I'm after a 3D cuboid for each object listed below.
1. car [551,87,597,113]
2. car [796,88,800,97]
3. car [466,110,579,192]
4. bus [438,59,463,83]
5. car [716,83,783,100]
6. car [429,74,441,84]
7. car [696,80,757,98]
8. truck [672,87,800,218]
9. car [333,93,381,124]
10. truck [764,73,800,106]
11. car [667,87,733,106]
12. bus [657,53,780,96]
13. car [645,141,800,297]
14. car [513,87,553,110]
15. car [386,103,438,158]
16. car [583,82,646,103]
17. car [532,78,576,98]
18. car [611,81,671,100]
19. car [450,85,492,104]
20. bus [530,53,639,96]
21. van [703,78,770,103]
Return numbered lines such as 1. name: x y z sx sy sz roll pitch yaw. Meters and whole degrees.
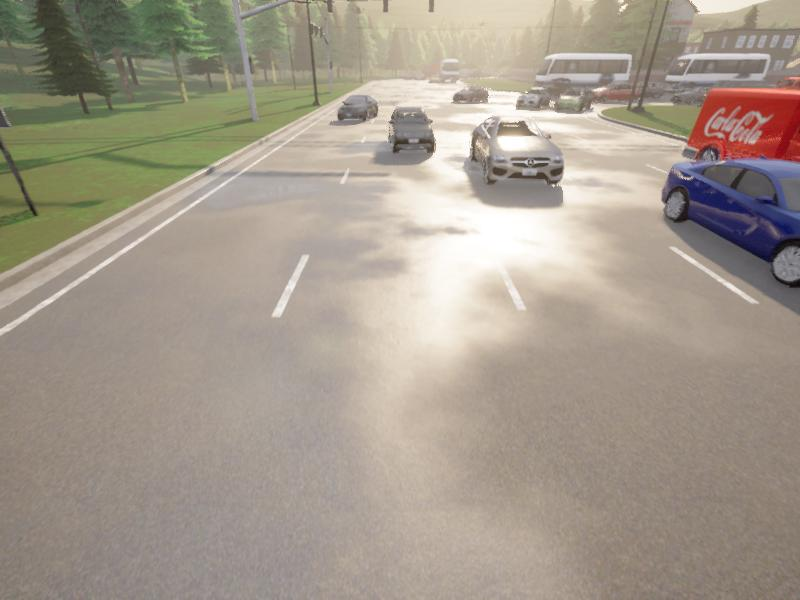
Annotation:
1. car: 13.667 -15.670 31.288 2.007 1.525 4.514 19 35 30
2. car: 48.551 -23.839 45.172 5.027 1.651 2.152 -1 30 -1
3. car: 3.587 -5.003 12.952 2.152 1.651 5.027 0 30 1
4. bus: 10.686 -49.395 86.246 3.944 4.253 10.273 0 30 0
5. car: 36.567 -21.890 41.975 4.792 1.488 2.163 0 30 0
6. car: 7.062 -44.689 80.852 1.801 1.575 5.366 0 30 0
7. car: 36.538 -23.717 44.910 4.611 1.667 2.242 0 30 0
8. truck: 10.571 -4.223 10.780 2.627 2.467 5.204 0 30 1
9. car: -2.685 -12.567 26.060 1.812 1.442 4.674 5 31 9
10. truck: 36.681 -18.785 35.681 5.204 2.467 2.627 0 30 0
11. car: 26.830 -18.279 35.909 4.181 1.385 1.994 -1 30 -1
12. bus: 37.285 -26.659 47.386 10.273 4.253 3.944 -1 30 -1
13. car: 7.026 -1.720 7.422 1.882 1.535 5.008 0 30 0
14. car: 11.071 -16.743 33.171 1.970 1.475 3.806 18 35 28
15. car: 0.404 -7.152 16.683 1.789 1.549 3.705 -3 31 -3
16. car: 20.573 -19.998 38.550 4.611 1.667 2.242 -2 30 -4
17. car: 16.910 -23.324 44.017 3.866 1.878 1.905 -7 31 -12
18. car: 25.054 -21.902 41.805 4.611 1.667 2.242 -1 30 -2
19. car: 6.798 -19.675 38.291 1.994 1.385 4.181 23 38 34
20. bus: 21.292 -26.427 46.987 10.273 4.253 3.944 -1 30 -2
21. van: 32.532 -20.327 38.804 4.442 1.987 1.775 0 30 0
